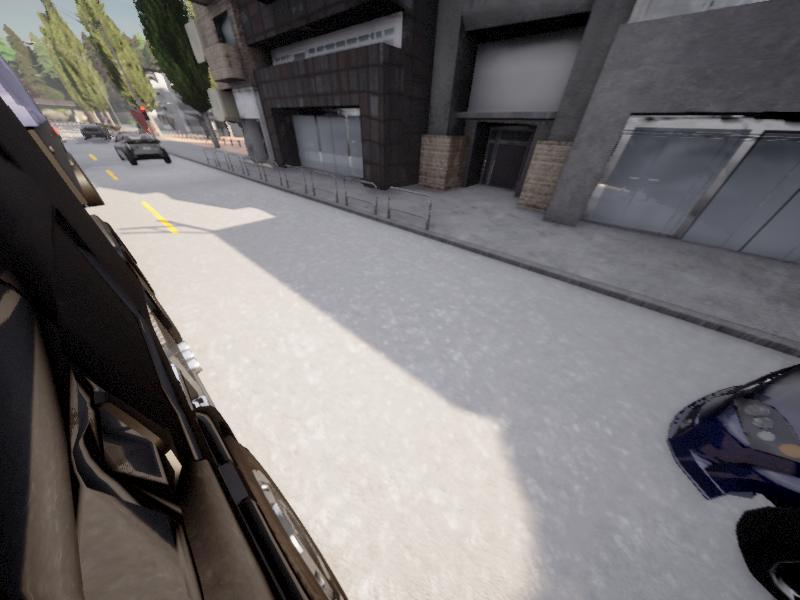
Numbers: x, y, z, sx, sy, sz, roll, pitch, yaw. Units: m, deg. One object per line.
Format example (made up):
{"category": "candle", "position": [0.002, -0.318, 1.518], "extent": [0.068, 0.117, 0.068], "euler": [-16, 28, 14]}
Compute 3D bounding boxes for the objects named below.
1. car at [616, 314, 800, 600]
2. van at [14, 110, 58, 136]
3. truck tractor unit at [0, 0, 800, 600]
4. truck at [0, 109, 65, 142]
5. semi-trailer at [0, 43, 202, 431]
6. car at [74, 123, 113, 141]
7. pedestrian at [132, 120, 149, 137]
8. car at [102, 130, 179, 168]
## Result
{"category": "car", "position": [3.516, 1.729, 0.298], "extent": [1.994, 1.385, 4.181], "euler": [-9, 38, -15]}
{"category": "van", "position": [-47.957, -23.430, 30.590], "extent": [5.915, 2.561, 1.988], "euler": [28, 44, 30]}
{"category": "truck tractor unit", "position": [-2.645, -0.295, 0.351], "extent": [6.516, 4.208, 3.053], "euler": [28, 44, 30]}
{"category": "truck", "position": [-38.053, -18.046, 23.900], "extent": [2.627, 2.467, 5.204], "euler": [-27, 46, -36]}
{"category": "semi-trailer", "position": [-8.705, -3.575, 4.258], "extent": [14.254, 4.402, 2.717], "euler": [28, 44, 30]}
{"category": "car", "position": [-35.340, -19.454, 26.755], "extent": [1.837, 1.490, 4.892], "euler": [-25, 44, -33]}
{"category": "pedestrian", "position": [-35.580, -23.505, 31.681], "extent": [0.751, 1.860, 0.751], "euler": [27, 43, 29]}
{"category": "car", "position": [-15.576, -9.133, 13.829], "extent": [4.514, 1.525, 2.007], "euler": [27, 43, 30]}
